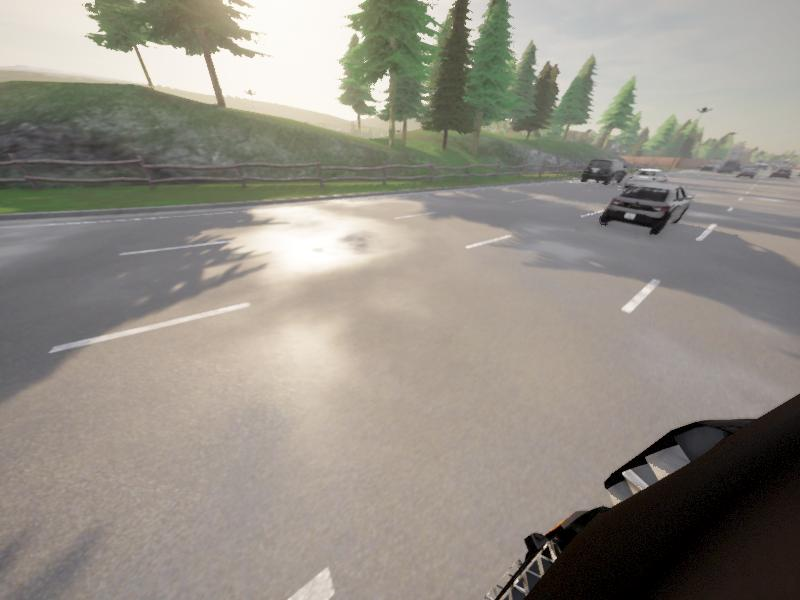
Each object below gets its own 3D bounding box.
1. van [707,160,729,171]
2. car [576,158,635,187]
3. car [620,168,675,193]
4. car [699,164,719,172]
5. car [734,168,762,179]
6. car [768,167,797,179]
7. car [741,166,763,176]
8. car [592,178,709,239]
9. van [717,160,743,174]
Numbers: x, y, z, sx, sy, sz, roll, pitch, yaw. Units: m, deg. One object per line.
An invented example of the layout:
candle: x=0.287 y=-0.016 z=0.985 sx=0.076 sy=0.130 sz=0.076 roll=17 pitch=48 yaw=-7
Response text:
van: x=88.570 y=-37.453 z=64.316 sx=6.366 sy=2.431 sz=2.351 roll=-20 pitch=39 yaw=-30
car: x=19.507 y=-12.185 z=21.918 sx=5.566 sy=2.045 sz=2.150 roll=-20 pitch=39 yaw=-30
car: x=20.399 y=-9.920 z=19.032 sx=3.806 sy=1.475 sz=1.970 roll=-20 pitch=39 yaw=-30
car: x=76.242 y=-32.622 z=56.921 sx=5.238 sy=1.638 sz=1.930 roll=-20 pitch=39 yaw=-30
car: x=59.047 y=-21.522 z=39.148 sx=5.357 sy=1.411 sz=2.033 roll=-20 pitch=39 yaw=-30
car: x=72.285 y=-24.052 z=43.698 sx=4.611 sy=1.667 sz=2.242 roll=-20 pitch=39 yaw=-30
car: x=69.265 y=-25.322 z=45.422 sx=3.633 sy=1.501 sz=1.845 roll=-20 pitch=39 yaw=-30
car: x=9.562 y=-3.659 z=8.821 sx=4.193 sy=1.474 sz=1.816 roll=-20 pitch=39 yaw=-30
van: x=72.042 y=-29.112 z=50.450 sx=5.915 sy=2.561 sz=1.988 roll=-20 pitch=39 yaw=-30
